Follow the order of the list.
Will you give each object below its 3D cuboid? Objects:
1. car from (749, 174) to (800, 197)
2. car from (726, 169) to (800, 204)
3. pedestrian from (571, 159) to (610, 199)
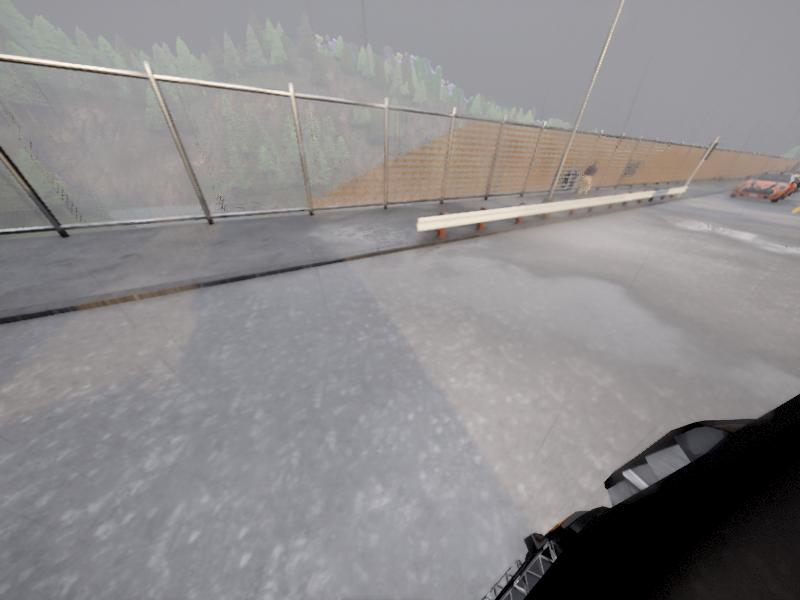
[{"bbox_3d":[32.163,-9.745,19.577,4.181,1.385,1.994,-16,38,-26],"label":"car"},{"bbox_3d":[25.841,-8.076,16.241,4.553,1.767,2.097,-16,38,-26],"label":"car"},{"bbox_3d":[10.428,-6.654,12.717,0.751,1.860,0.751,-15,38,-25],"label":"pedestrian"}]
